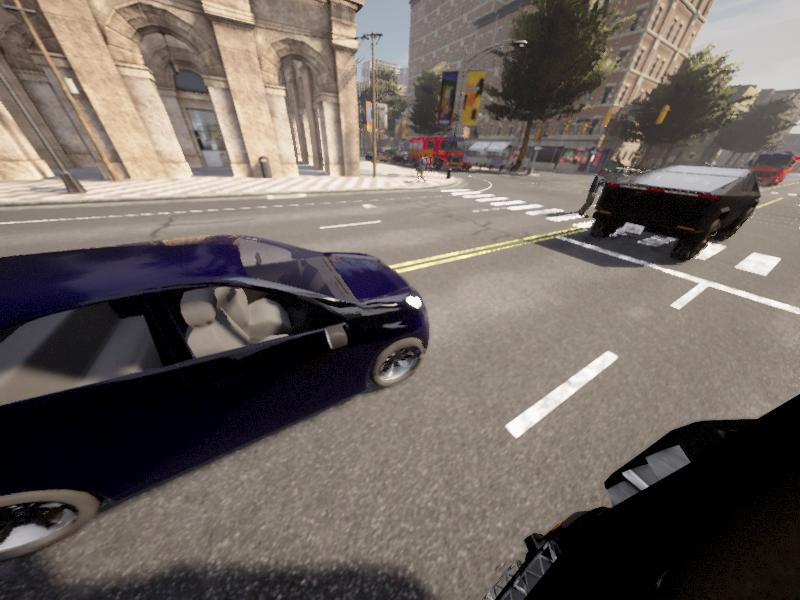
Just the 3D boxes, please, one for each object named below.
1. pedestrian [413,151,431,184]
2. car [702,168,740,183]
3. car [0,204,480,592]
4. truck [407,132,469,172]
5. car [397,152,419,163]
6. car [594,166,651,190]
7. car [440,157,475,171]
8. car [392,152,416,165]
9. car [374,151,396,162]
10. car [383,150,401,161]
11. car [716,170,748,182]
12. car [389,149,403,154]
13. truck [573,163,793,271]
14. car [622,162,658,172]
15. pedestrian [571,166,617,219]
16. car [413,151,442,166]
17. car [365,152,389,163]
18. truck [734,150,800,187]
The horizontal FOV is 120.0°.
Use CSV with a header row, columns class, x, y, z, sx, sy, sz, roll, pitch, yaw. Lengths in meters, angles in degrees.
class,x,y,z,sx,sy,sz,roll,pitch,yaw
pedestrian,1.438,-8.830,15.407,0.751,1.860,0.751,-7,35,-15
car,45.670,-17.735,32.819,5.238,1.638,1.930,-16,38,-27
car,-1.406,0.194,2.181,3.633,1.501,1.845,-16,38,-26
truck,4.439,-19.175,29.801,2.891,3.827,8.468,-16,38,-26
car,1.342,-25.139,40.693,1.970,1.475,3.806,-15,38,-26
car,20.224,-11.295,21.261,1.970,1.475,3.806,9,34,9
car,7.719,-18.679,31.599,1.895,1.301,4.718,-16,38,-26
car,0.581,-22.010,35.909,1.970,1.475,3.806,-16,38,-26
car,-2.715,-25.248,40.639,1.994,1.385,4.181,-16,38,-27
car,-1.634,-28.169,44.918,1.851,1.617,3.988,-16,38,-26
car,51.489,-19.311,35.830,4.674,1.442,1.812,-16,38,-26
car,-1.618,-56.541,87.823,4.974,1.542,2.038,-18,39,-29
truck,8.775,-2.937,7.188,6.274,2.098,2.390,-16,38,-26
car,52.405,-29.058,50.540,2.038,1.542,4.974,-15,38,-25
pedestrian,7.974,-4.470,9.607,0.751,1.860,0.751,22,38,26
car,4.292,-22.325,36.386,2.097,1.767,4.553,-16,38,-26
car,-3.723,-22.634,36.670,1.895,1.301,4.718,-16,38,-26
truck,48.635,-17.243,30.328,8.468,3.827,2.891,-16,38,-26
